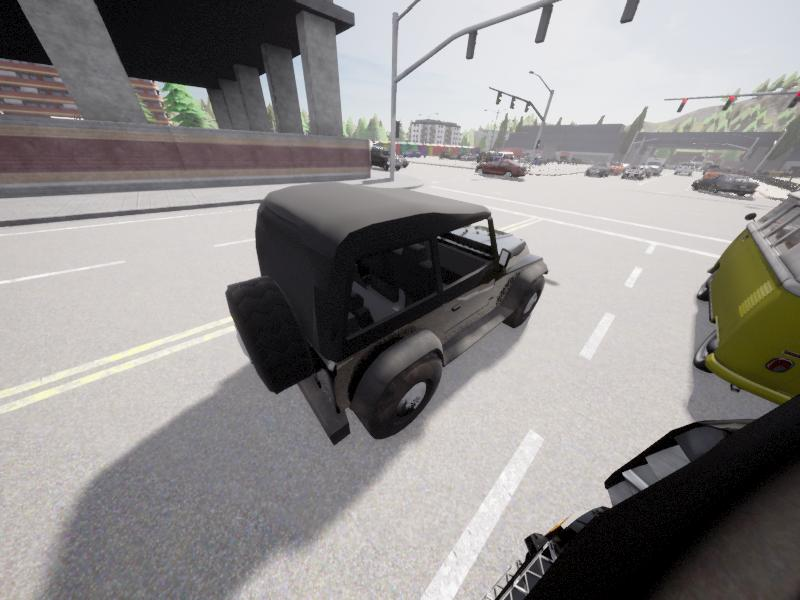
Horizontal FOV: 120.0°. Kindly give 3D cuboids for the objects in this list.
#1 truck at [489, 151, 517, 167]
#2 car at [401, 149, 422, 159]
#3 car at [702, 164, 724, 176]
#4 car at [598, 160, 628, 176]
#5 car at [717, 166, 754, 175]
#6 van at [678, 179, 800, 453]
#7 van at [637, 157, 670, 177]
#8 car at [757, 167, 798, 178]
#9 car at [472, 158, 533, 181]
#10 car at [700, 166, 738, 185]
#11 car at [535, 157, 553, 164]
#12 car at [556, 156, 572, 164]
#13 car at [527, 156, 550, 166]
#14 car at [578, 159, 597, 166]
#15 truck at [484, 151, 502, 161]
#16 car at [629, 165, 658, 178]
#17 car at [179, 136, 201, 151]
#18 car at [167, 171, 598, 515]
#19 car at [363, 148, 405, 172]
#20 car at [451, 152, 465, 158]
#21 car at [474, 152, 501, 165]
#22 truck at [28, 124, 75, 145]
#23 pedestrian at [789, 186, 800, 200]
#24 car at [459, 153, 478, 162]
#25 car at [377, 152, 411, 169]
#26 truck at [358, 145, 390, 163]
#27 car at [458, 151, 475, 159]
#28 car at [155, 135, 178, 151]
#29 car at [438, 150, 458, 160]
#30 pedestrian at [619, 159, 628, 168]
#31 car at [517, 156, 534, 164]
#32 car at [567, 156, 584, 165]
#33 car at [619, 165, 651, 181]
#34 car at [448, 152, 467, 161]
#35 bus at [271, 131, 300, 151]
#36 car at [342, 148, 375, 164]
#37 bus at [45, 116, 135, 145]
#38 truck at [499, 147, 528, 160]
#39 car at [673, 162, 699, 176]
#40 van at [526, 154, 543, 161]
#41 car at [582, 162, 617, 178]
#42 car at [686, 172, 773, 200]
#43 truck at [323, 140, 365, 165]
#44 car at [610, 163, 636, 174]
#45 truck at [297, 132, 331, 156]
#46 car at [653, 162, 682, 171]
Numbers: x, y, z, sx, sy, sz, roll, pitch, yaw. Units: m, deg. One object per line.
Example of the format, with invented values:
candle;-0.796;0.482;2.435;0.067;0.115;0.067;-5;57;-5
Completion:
truck;17.529;-23.963;39.266;4.478;2.038;2.069;-24;42;-35
car;2.689;-33.623;53.177;4.611;1.667;2.242;-24;42;-35
car;63.702;-26.520;47.106;3.866;1.878;1.905;-24;42;-35
car;32.223;-19.958;34.879;4.553;1.767;2.097;-24;42;-35
car;81.544;-31.591;56.316;2.033;1.649;4.856;-25;42;-35
van;5.428;-0.142;2.783;4.442;1.987;1.775;-24;42;-35
van;41.804;-21.980;38.087;6.366;2.431;2.351;-24;42;-35
car;88.498;-30.032;54.289;1.932;1.855;4.605;-25;42;-35
car;9.943;-12.985;22.818;1.882;1.535;5.008;-25;43;-35
car;40.182;-15.824;29.253;4.553;1.767;2.097;-25;42;-35
car;38.210;-37.156;61.335;5.357;1.415;2.033;-24;42;-35
car;44.847;-38.336;63.198;3.866;1.878;1.905;-24;42;-35
car;28.809;-28.835;47.953;4.611;1.667;2.242;-24;42;-35
car;57.002;-41.859;70.155;1.970;1.475;3.806;-24;42;-34
truck;24.205;-37.496;60.181;4.478;2.038;2.069;-24;42;-35
car;35.224;-18.565;33.393;4.181;1.385;1.994;-24;42;-35
car;-35.284;-26.256;38.793;1.905;1.878;3.866;-24;42;-35
car;0.275;-0.347;2.785;3.866;1.878;1.905;-24;42;-35
car;-1.826;-15.026;24.673;1.932;1.855;4.605;-25;42;-35
car;16.877;-42.121;67.146;3.905;1.438;1.784;-24;42;-35
car;15.566;-25.130;41.048;4.605;1.855;1.932;-24;42;-35
truck;-54.988;-26.150;36.658;2.615;2.467;5.204;-24;42;-35
pedestrian;29.400;-8.104;16.404;0.751;1.860;0.751;18;36;21
car;14.790;-30.845;50.044;3.806;1.475;1.970;-24;42;-35
car;-0.826;-17.110;28.253;1.816;1.474;4.193;-25;42;-35
truck;-4.237;-23.126;36.497;2.390;2.098;6.274;-18;39;-28
car;18.745;-41.004;65.224;4.605;1.855;1.932;-24;42;-35
car;-37.491;-25.260;37.124;1.905;1.878;3.866;-24;42;-35
car;11.088;-33.477;53.291;4.605;1.855;1.932;-24;42;-35
pedestrian;54.863;-33.525;56.688;0.751;1.860;0.751;-26;43;-36
car;29.934;-33.419;55.081;3.806;1.475;1.970;-24;42;-35
car;46.713;-37.050;61.397;4.605;1.855;1.932;-24;42;-35
car;29.843;-16.169;29.270;3.806;1.475;1.970;-24;42;-35
car;12.885;-32.142;51.796;3.905;1.438;1.784;-24;42;-35
bus;-32.219;-44.639;64.841;3.944;4.253;10.273;-21;40;-32
car;-5.934;-20.538;32.879;1.930;1.638;5.238;-25;42;-35
bus;-65.299;-36.016;49.415;10.273;4.253;3.944;-24;42;-35
truck;41.485;-53.737;84.670;2.891;3.827;8.468;-23;41;-33
car;52.882;-24.258;42.716;5.566;2.045;2.150;-24;42;-35
van;48.284;-51.234;83.043;2.069;2.038;4.480;-23;41;-33
car;26.358;-17.230;30.471;4.856;1.649;2.033;-24;42;-35
car;26.878;-9.598;19.199;2.033;1.411;5.357;18;36;22
truck;-7.125;-18.766;29.366;2.627;2.467;5.204;-25;42;-35
car;37.942;-22.424;39.318;4.792;1.488;2.163;-24;42;-35
truck;-17.708;-32.128;47.481;2.891;3.827;8.468;-25;42;-35
car;73.559;-36.785;63.588;2.038;1.542;4.974;-25;42;-35
